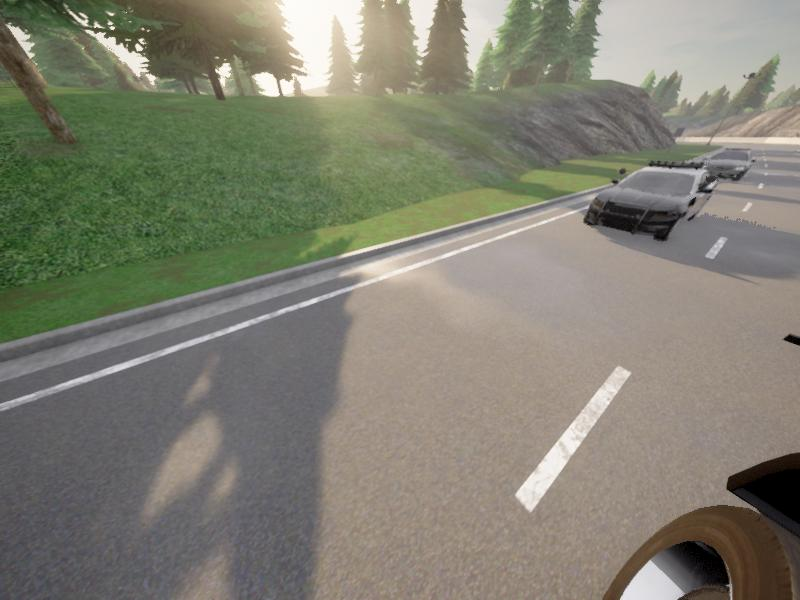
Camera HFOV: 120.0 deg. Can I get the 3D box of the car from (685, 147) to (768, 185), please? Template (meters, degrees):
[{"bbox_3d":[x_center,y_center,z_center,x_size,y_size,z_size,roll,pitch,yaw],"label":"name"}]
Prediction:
[{"bbox_3d":[19.705,-8.216,13.930,4.974,1.542,2.038,-24,42,-29],"label":"car"}]

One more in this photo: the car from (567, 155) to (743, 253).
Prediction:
[{"bbox_3d":[7.512,-3.114,6.774,5.238,1.638,1.930,-23,41,-28],"label":"car"}]
